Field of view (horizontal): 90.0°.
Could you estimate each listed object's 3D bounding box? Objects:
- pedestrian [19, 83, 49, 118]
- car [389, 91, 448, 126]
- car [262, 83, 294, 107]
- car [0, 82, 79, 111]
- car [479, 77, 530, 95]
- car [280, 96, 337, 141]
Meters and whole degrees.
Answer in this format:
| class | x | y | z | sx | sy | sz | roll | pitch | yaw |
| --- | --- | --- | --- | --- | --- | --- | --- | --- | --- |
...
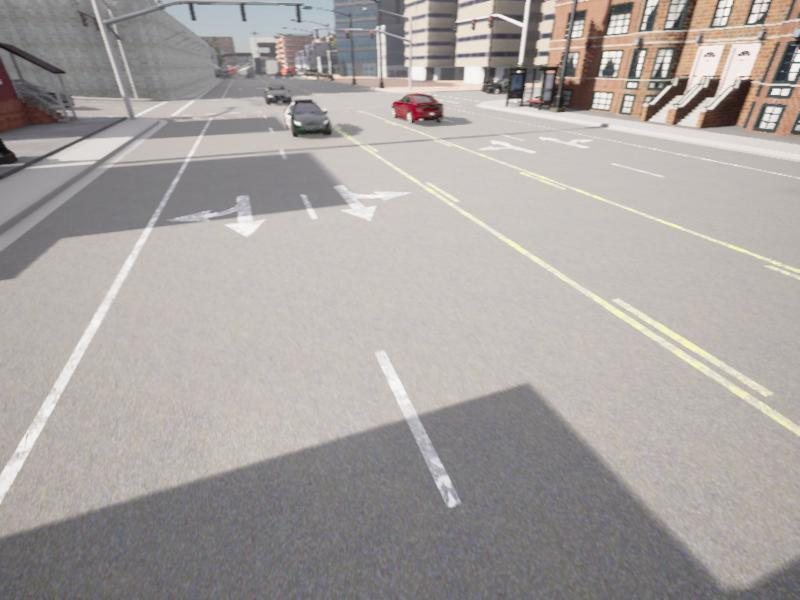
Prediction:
| class | x | y | z | sx | sy | sz | roll | pitch | yaw |
| --- | --- | --- | --- | --- | --- | --- | --- | --- | --- |
| pedestrian | -23.098 | -12.604 | 25.267 | 0.751 | 1.860 | 0.751 | -20 | 36 | -29 |
| car | 0.981 | -11.830 | 24.533 | 1.882 | 1.535 | 5.008 | -11 | 32 | -16 |
| car | -11.176 | -18.776 | 36.479 | 2.242 | 1.667 | 4.611 | -10 | 32 | -16 |
| car | -27.972 | -15.526 | 30.521 | 4.856 | 1.649 | 2.033 | -6 | 31 | -19 |
| car | 11.914 | -24.473 | 45.667 | 5.238 | 1.638 | 1.930 | -11 | 32 | -16 |
| car | -4.833 | -9.434 | 20.600 | 2.038 | 1.542 | 4.974 | -10 | 32 | -16 |
